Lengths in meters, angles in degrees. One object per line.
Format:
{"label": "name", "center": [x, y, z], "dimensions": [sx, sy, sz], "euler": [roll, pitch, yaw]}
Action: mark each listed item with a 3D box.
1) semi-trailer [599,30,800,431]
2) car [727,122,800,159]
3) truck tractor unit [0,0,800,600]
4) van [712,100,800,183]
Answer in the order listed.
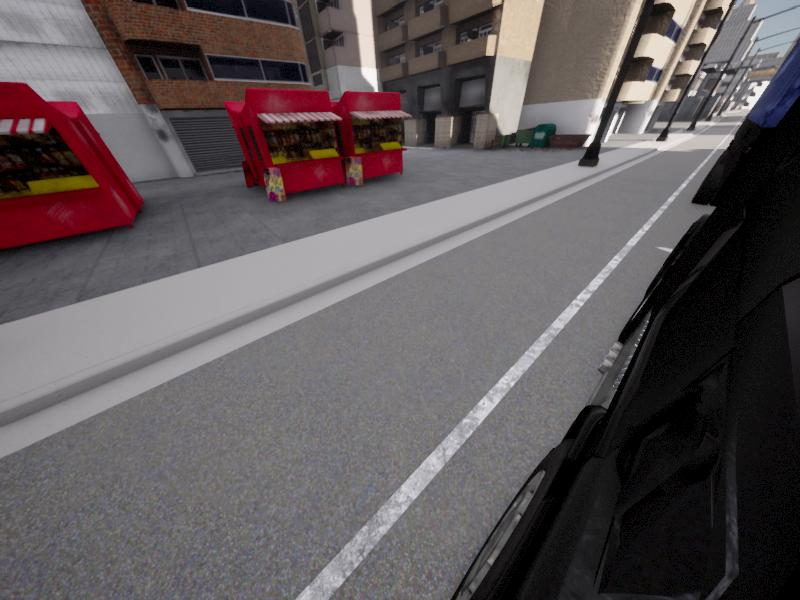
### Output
{"label": "semi-trailer", "center": [8.635, -3.646, 4.290], "dimensions": [14.254, 4.402, 2.717], "euler": [-29, 44, -30]}
{"label": "car", "center": [22.448, -9.879, 14.202], "dimensions": [4.902, 1.511, 2.128], "euler": [-28, 44, -30]}
{"label": "truck tractor unit", "center": [2.645, -0.295, 0.351], "dimensions": [6.516, 4.208, 3.053], "euler": [-28, 44, -30]}
{"label": "van", "center": [16.399, -6.993, 9.963], "dimensions": [6.366, 2.431, 2.351], "euler": [-28, 44, -30]}
